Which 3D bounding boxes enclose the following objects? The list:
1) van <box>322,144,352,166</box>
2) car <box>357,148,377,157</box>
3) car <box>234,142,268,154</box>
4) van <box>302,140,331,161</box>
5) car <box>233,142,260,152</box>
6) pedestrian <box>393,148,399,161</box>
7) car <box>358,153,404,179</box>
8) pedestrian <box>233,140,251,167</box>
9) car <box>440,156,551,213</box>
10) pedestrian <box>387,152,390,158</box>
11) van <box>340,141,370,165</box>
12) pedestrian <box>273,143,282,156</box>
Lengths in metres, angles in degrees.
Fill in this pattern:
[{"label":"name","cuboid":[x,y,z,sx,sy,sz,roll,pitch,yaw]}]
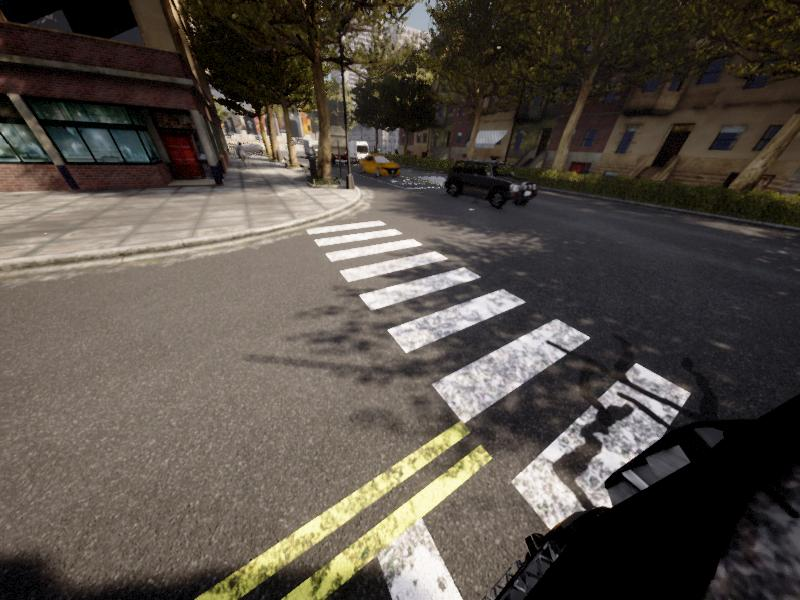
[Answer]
[{"label":"van","cuboid":[-7.699,-17.677,28.168,2.069,2.038,4.480,-16,38,-26]},{"label":"car","cuboid":[-7.428,-33.120,51.853,3.988,1.617,1.851,-18,39,-29]},{"label":"car","cuboid":[-26.710,-27.398,41.703,4.611,1.667,2.242,-10,35,-18]},{"label":"van","cuboid":[-13.119,-23.477,36.142,2.351,2.431,6.366,-17,38,-27]},{"label":"car","cuboid":[-32.809,-32.695,49.350,4.514,1.525,2.007,-16,38,-26]},{"label":"pedestrian","cuboid":[-0.641,-23.547,37.392,0.751,1.860,0.751,-10,36,-19]},{"label":"car","cuboid":[-1.815,-11.704,20.064,1.882,1.535,5.008,-16,38,-26]},{"label":"pedestrian","cuboid":[-13.243,-12.269,19.431,0.751,1.860,0.751,-16,38,-27]},{"label":"car","cuboid":[4.310,-5.870,11.429,1.932,1.855,4.605,-17,38,-27]},{"label":"pedestrian","cuboid":[-2.372,-29.308,46.632,0.500,1.100,0.500,-16,38,-26]},{"label":"van","cuboid":[-6.264,-20.321,31.806,1.988,2.561,5.915,-16,38,-26]},{"label":"pedestrian","cuboid":[-20.022,-24.548,37.699,0.751,1.860,0.751,-20,40,-30]}]
